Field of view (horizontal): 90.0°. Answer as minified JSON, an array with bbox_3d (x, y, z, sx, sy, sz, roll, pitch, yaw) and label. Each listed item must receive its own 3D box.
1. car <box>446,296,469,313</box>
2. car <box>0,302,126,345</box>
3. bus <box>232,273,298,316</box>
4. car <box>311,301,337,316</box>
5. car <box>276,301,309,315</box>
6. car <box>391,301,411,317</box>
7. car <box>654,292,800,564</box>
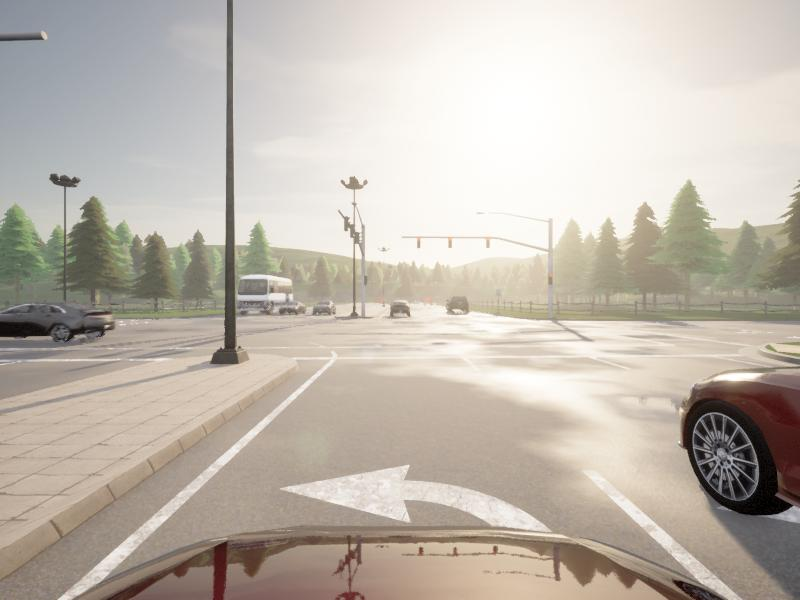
[{"bbox_3d":[6.994,0.525,49.021,2.150,2.045,5.566,0,0,1],"label":"car"},{"bbox_3d":[-13.619,0.822,15.216,4.902,1.511,2.128,0,0,-2],"label":"car"},{"bbox_3d":[-14.869,-0.574,45.258,3.944,4.253,10.273,0,0,0],"label":"bus"},{"bbox_3d":[-7.991,0.807,42.501,1.837,1.490,4.892,0,0,0],"label":"car"},{"bbox_3d":[-11.492,0.857,43.184,2.033,1.411,5.357,0,0,0],"label":"car"},{"bbox_3d":[0.041,0.810,39.507,1.837,1.490,4.892,0,0,0],"label":"car"},{"bbox_3d":[3.500,0.779,1.307,2.152,1.651,5.027,0,0,0],"label":"car"}]
